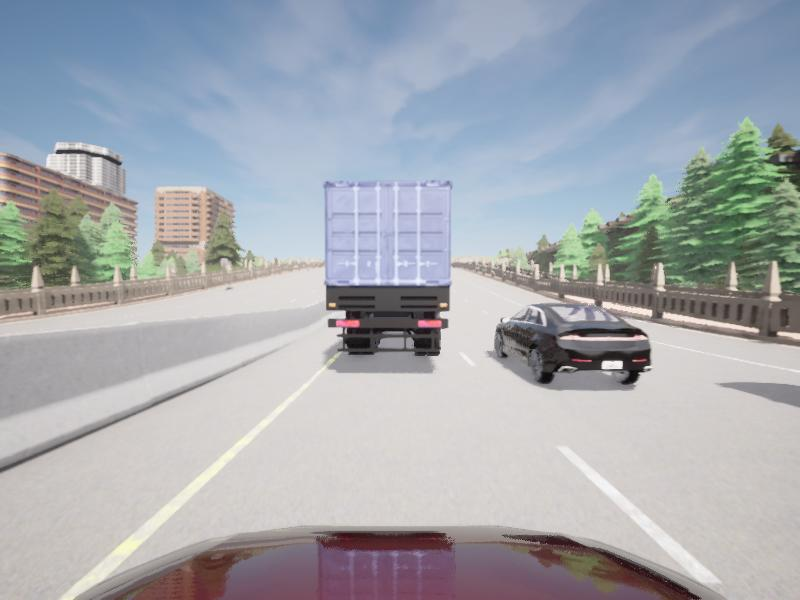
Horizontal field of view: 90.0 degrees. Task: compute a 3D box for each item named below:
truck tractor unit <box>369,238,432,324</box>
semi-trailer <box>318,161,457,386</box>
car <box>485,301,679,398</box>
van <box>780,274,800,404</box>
[{"bbox_3d":[0.045,-1.171,22.864,3.053,4.208,6.516,0,4,0],"label":"truck tractor unit"},{"bbox_3d":[-0.095,-0.836,14.983,2.717,4.402,14.254,0,3,1],"label":"semi-trailer"},{"bbox_3d":[3.501,0.821,9.018,2.128,1.511,4.902,0,1,0],"label":"car"},{"bbox_3d":[7.000,0.600,4.209,1.775,1.987,4.442,0,0,0],"label":"van"}]
